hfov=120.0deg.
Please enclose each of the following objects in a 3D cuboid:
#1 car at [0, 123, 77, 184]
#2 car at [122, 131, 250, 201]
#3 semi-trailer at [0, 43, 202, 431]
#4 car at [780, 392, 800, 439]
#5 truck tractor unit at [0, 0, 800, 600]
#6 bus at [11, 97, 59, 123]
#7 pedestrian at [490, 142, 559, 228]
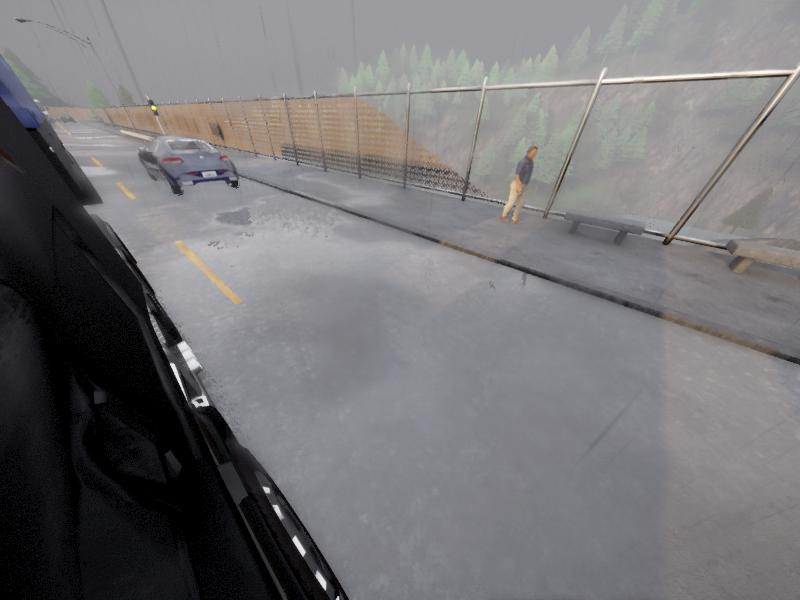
[{"bbox_3d":[-16.093,-6.406,9.855,5.238,1.638,1.930,28,44,30],"label":"car"},{"bbox_3d":[-8.385,-5.423,9.015,5.027,1.651,2.152,28,44,30],"label":"car"},{"bbox_3d":[-8.697,-3.606,4.228,14.254,4.402,2.717,28,44,30],"label":"semi-trailer"},{"bbox_3d":[5.281,1.864,0.115,4.856,1.649,2.033,28,44,30],"label":"car"},{"bbox_3d":[-2.645,-0.295,0.352,6.516,4.208,3.053,28,44,30],"label":"truck tractor unit"},{"bbox_3d":[-82.825,-43.153,52.636,10.273,4.253,3.944,28,44,30],"label":"bus"},{"bbox_3d":[3.150,-2.968,6.036,0.751,1.860,0.751,-16,41,-23],"label":"pedestrian"}]
